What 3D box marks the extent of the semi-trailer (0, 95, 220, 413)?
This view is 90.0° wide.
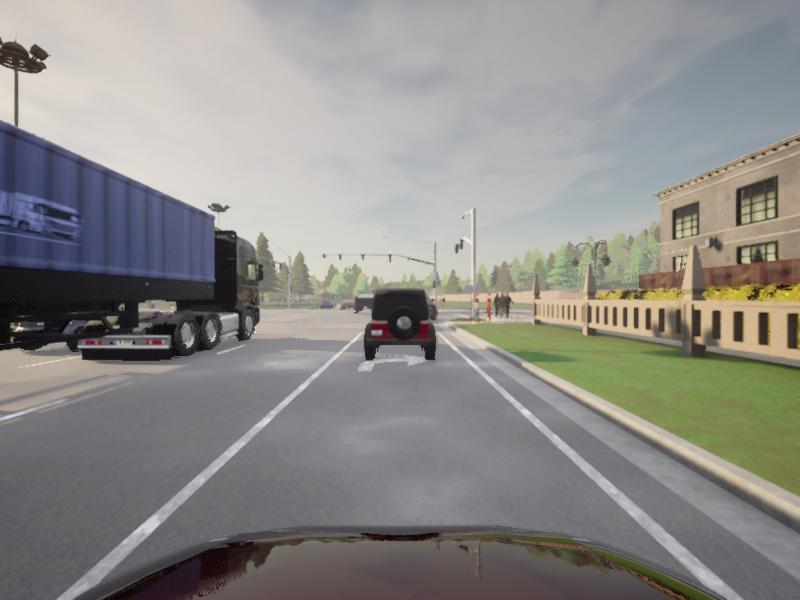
[{"bbox_3d":[-6.893,-0.638,5.361,2.717,4.402,14.254,0,0,-1],"label":"semi-trailer"}]

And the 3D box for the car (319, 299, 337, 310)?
[{"bbox_3d":[-10.500,0.628,58.782,1.816,1.474,4.193,0,0,0],"label":"car"}]

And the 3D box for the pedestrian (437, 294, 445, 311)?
[{"bbox_3d":[4.655,0.311,45.350,0.751,1.860,0.751,0,0,30],"label":"pedestrian"}]

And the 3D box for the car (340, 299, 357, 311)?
[{"bbox_3d":[-7.007,0.659,54.792,1.812,1.442,4.674,0,0,-1],"label":"car"}]

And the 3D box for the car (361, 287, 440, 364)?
[{"bbox_3d":[0.002,0.603,11.589,1.905,1.878,3.866,0,0,0],"label":"car"}]

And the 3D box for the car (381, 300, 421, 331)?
[{"bbox_3d":[0.077,0.770,21.543,1.970,1.475,3.806,0,0,1],"label":"car"}]

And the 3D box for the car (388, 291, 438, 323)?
[{"bbox_3d":[1.096,0.459,28.443,2.150,2.045,5.566,0,0,17],"label":"car"}]

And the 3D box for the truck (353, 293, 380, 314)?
[{"bbox_3d":[-3.498,0.375,43.443,2.390,2.098,6.274,0,0,0],"label":"truck"}]

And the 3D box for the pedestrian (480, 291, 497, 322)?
[{"bbox_3d":[5.325,0.392,24.028,0.751,1.860,0.751,0,0,-16],"label":"pedestrian"}]

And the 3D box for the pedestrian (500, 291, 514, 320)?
[{"bbox_3d":[7.014,0.345,26.230,0.751,1.860,0.751,0,0,7],"label":"pedestrian"}]

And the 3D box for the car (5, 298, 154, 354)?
[{"bbox_3d":[-10.496,0.736,13.561,1.851,1.617,3.988,0,0,0],"label":"car"}]

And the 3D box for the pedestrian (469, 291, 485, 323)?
[{"bbox_3d":[4.595,0.393,23.959,0.751,1.860,0.751,0,0,-10],"label":"pedestrian"}]

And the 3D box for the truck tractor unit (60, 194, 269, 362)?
[{"bbox_3d":[-6.973,-0.566,13.276,3.053,4.208,6.516,0,0,0],"label":"truck tractor unit"}]

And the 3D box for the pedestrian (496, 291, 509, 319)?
[{"bbox_3d":[7.105,0.345,27.803,0.751,1.860,0.751,0,0,2],"label":"pedestrian"}]

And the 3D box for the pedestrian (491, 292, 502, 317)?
[{"bbox_3d":[7.261,0.345,30.089,0.751,1.860,0.751,0,0,10],"label":"pedestrian"}]
